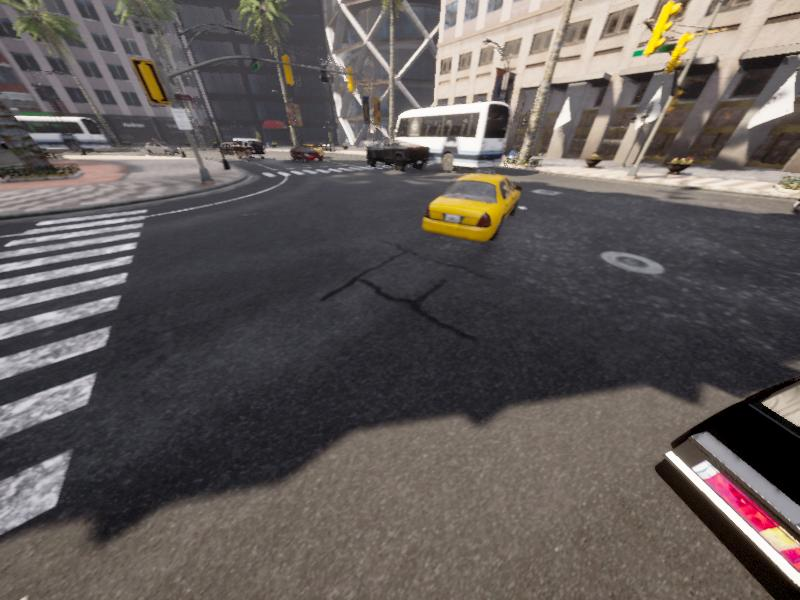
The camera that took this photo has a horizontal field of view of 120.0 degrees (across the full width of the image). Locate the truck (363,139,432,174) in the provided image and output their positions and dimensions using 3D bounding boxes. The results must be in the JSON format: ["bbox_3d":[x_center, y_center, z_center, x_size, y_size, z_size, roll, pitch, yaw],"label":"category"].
[{"bbox_3d":[-0.410,-12.391,19.708,2.390,2.098,6.274,-24,42,-31],"label":"truck"}]

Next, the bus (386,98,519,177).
[{"bbox_3d":[3.511,-13.519,19.496,3.944,4.253,10.273,-25,42,-31],"label":"bus"}]

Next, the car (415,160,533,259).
[{"bbox_3d":[2.558,-3.186,7.147,1.801,1.575,5.366,19,40,25],"label":"car"}]

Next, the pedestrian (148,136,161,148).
[{"bbox_3d":[-48.379,-31.156,45.538,0.751,1.860,0.751,-8,36,-12],"label":"pedestrian"}]

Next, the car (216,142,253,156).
[{"bbox_3d":[-23.160,-21.132,32.319,3.806,1.475,1.970,12,37,16],"label":"car"}]

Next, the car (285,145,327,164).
[{"bbox_3d":[-10.123,-15.692,24.787,2.163,1.488,4.792,-28,44,-34],"label":"car"}]

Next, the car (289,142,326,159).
[{"bbox_3d":[-12.196,-19.743,30.418,5.366,1.575,1.801,27,43,32],"label":"car"}]

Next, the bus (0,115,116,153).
[{"bbox_3d":[-50.979,-24.272,33.963,10.273,4.253,3.944,-10,36,-15],"label":"bus"}]

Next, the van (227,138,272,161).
[{"bbox_3d":[-17.022,-17.029,26.099,4.480,2.038,2.069,23,41,29],"label":"van"}]

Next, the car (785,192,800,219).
[{"bbox_3d":[16.540,-3.046,7.065,2.242,1.667,4.611,-24,42,-31],"label":"car"}]

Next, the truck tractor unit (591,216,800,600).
[{"bbox_3d":[5.334,0.040,0.306,6.516,4.208,3.053,-6,36,-9],"label":"truck tractor unit"}]

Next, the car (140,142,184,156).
[{"bbox_3d":[-31.990,-20.432,31.153,3.633,1.501,1.845,3,35,4],"label":"car"}]
